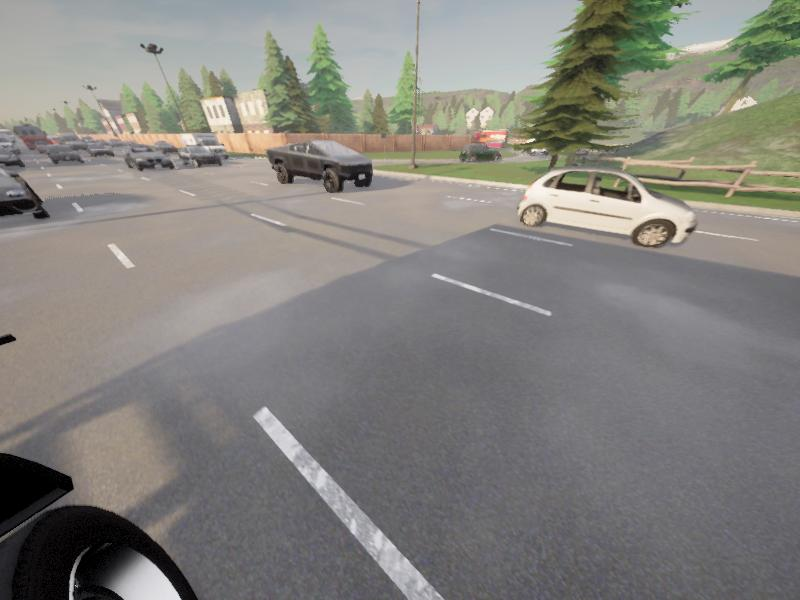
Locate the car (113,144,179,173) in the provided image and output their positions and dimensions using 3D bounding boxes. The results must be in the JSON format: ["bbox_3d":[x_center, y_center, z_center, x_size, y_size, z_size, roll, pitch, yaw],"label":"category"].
[{"bbox_3d":[-20.258,-11.373,18.412,4.611,1.667,2.242,23,41,29],"label":"car"}]

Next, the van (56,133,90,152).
[{"bbox_3d":[-55.641,-26.857,39.279,5.915,2.561,1.988,23,41,29],"label":"van"}]

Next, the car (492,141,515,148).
[{"bbox_3d":[27.089,-40.937,60.782,4.974,1.542,2.038,23,41,29],"label":"car"}]

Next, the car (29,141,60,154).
[{"bbox_3d":[-53.314,-22.935,34.644,3.633,1.501,1.845,23,41,29],"label":"car"}]

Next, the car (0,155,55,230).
[{"bbox_3d":[-13.701,-3.547,7.415,5.027,1.651,2.152,23,41,29],"label":"car"}]

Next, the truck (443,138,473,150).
[{"bbox_3d":[13.562,-36.925,54.538,6.274,2.098,2.390,23,41,29],"label":"truck"}]

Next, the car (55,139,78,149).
[{"bbox_3d":[-66.664,-31.152,46.156,3.633,1.501,1.845,23,41,29],"label":"car"}]

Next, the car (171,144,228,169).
[{"bbox_3d":[-17.923,-12.867,20.575,5.238,1.638,1.930,23,41,29],"label":"car"}]

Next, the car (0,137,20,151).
[{"bbox_3d":[-70.371,-27.856,41.186,4.605,1.855,1.932,23,41,29],"label":"car"}]

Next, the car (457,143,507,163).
[{"bbox_3d":[8.971,-16.378,25.641,4.553,1.767,2.097,-9,36,-13],"label":"car"}]

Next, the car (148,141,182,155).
[{"bbox_3d":[-34.923,-22.631,34.275,5.238,1.638,1.930,23,41,29],"label":"car"}]

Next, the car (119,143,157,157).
[{"bbox_3d":[-35.083,-20.094,30.892,5.357,1.411,2.033,23,41,29],"label":"car"}]

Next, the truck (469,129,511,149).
[{"bbox_3d":[21.713,-39.152,56.263,8.468,3.827,2.891,23,41,29],"label":"truck"}]

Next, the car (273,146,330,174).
[{"bbox_3d":[-7.642,-10.963,17.992,3.988,1.617,1.851,23,41,29],"label":"car"}]

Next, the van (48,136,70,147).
[{"bbox_3d":[-77.579,-35.987,52.555,4.442,1.987,1.775,23,41,29],"label":"van"}]

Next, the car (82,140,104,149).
[{"bbox_3d":[-64.404,-32.619,48.407,3.806,1.475,1.970,23,41,29],"label":"car"}]

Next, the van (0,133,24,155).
[{"bbox_3d":[-56.791,-22.283,32.914,6.366,2.431,2.351,23,41,29],"label":"van"}]

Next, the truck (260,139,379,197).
[{"bbox_3d":[-4.316,-7.243,12.315,6.274,2.098,2.390,23,41,29],"label":"truck"}]

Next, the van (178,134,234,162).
[{"bbox_3d":[-22.311,-17.565,26.516,6.366,2.431,2.351,23,41,29],"label":"van"}]

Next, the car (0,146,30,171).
[{"bbox_3d":[-32.549,-11.540,18.711,4.792,1.488,2.163,23,41,29],"label":"car"}]

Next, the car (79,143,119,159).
[{"bbox_3d":[-37.623,-18.676,28.861,5.357,1.411,2.033,23,41,29],"label":"car"}]

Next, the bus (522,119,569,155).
[{"bbox_3d":[22.875,-25.959,37.185,3.944,4.253,10.273,12,35,16],"label":"bus"}]

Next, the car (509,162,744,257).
[{"bbox_3d":[5.623,-2.794,6.520,3.988,1.617,1.851,23,41,29],"label":"car"}]

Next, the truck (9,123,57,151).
[{"bbox_3d":[-66.651,-29.568,41.947,8.468,3.827,2.891,23,41,29],"label":"truck"}]

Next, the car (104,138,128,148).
[{"bbox_3d":[-61.933,-34.228,50.365,4.553,1.767,2.097,23,41,29],"label":"car"}]

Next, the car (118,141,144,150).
[{"bbox_3d":[-51.672,-29.688,44.343,5.357,1.411,2.033,23,41,29],"label":"car"}]

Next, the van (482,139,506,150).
[{"bbox_3d":[21.625,-35.922,53.284,4.442,1.987,1.775,23,41,29],"label":"van"}]

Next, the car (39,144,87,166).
[{"bbox_3d":[-32.129,-13.869,22.006,4.892,1.490,1.837,23,41,29],"label":"car"}]
